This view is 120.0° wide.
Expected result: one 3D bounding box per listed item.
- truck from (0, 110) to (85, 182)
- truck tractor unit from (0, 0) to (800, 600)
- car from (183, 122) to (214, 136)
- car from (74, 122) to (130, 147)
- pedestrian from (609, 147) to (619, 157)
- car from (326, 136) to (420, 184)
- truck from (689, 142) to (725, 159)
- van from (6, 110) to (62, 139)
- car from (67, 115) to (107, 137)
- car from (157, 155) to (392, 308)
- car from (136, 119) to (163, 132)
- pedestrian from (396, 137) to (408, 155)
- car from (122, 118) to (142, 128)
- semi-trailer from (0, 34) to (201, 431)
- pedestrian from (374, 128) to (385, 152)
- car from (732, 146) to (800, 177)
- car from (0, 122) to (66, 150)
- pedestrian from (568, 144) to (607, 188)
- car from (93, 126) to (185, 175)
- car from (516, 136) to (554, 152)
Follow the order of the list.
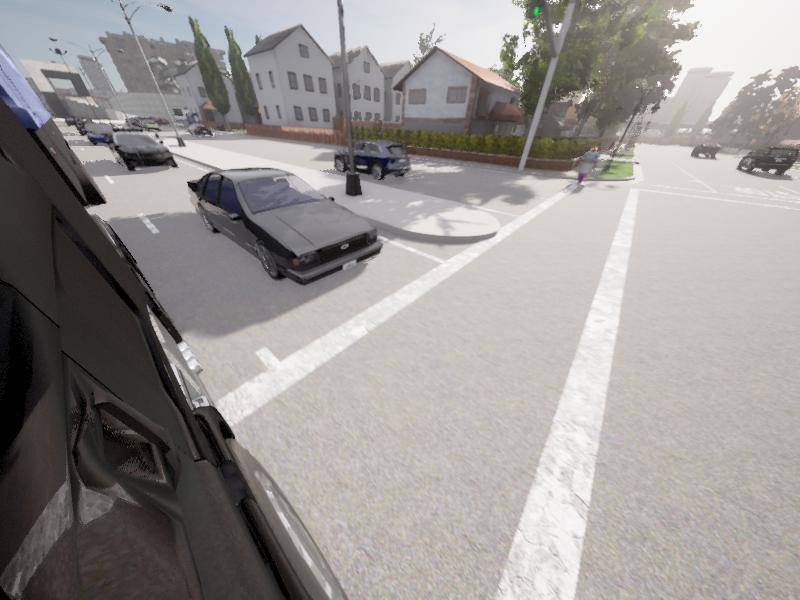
[{"bbox_3d":[-16.471,-6.838,9.986,6.274,2.098,2.390,28,44,30],"label":"truck"},{"bbox_3d":[-2.645,-0.295,0.351,6.516,4.208,3.053,28,44,30],"label":"truck tractor unit"},{"bbox_3d":[-30.822,-26.140,35.337,4.974,1.542,2.038,28,44,30],"label":"car"},{"bbox_3d":[-25.832,-14.401,20.013,4.792,1.488,2.163,28,44,30],"label":"car"},{"bbox_3d":[27.046,-18.728,29.227,0.500,1.100,0.500,29,44,31],"label":"pedestrian"},{"bbox_3d":[-1.565,-7.670,12.451,4.856,1.649,2.033,28,44,30],"label":"car"},{"bbox_3d":[53.640,-26.308,40.509,2.390,2.098,6.274,28,44,30],"label":"truck"},{"bbox_3d":[-35.988,-17.356,22.837,4.480,2.038,2.069,29,44,30],"label":"van"},{"bbox_3d":[-35.916,-20.002,26.508,3.866,1.878,1.905,28,44,30],"label":"car"},{"bbox_3d":[-2.855,-1.990,4.970,5.357,1.411,2.033,28,44,30],"label":"car"},{"bbox_3d":[-43.040,-29.967,39.677,4.514,1.525,2.007,28,44,30],"label":"car"},{"bbox_3d":[0.217,-14.262,21.356,0.751,1.300,0.751,29,44,31],"label":"pedestrian"},{"bbox_3d":[-57.218,-37.710,49.228,5.357,1.411,2.033,31,45,33],"label":"car"},{"bbox_3d":[-8.654,-3.638,4.266,14.254,4.402,2.717,29,44,30],"label":"semi-trailer"},{"bbox_3d":[-1.969,-15.608,22.547,0.751,1.860,0.751,30,45,31],"label":"pedestrian"},{"bbox_3d":[34.592,-13.179,21.787,2.150,2.045,5.566,28,44,30],"label":"car"},{"bbox_3d":[-26.532,-11.987,16.834,4.181,1.385,1.994,28,44,30],"label":"car"},{"bbox_3d":[9.682,-6.941,11.965,0.751,1.860,0.751,32,45,33],"label":"pedestrian"},{"bbox_3d":[-13.358,-7.749,11.788,5.238,1.638,1.930,28,44,30],"label":"car"},{"bbox_3d":[17.978,-20.857,30.888,3.806,1.475,1.970,29,44,30],"label":"car"}]
